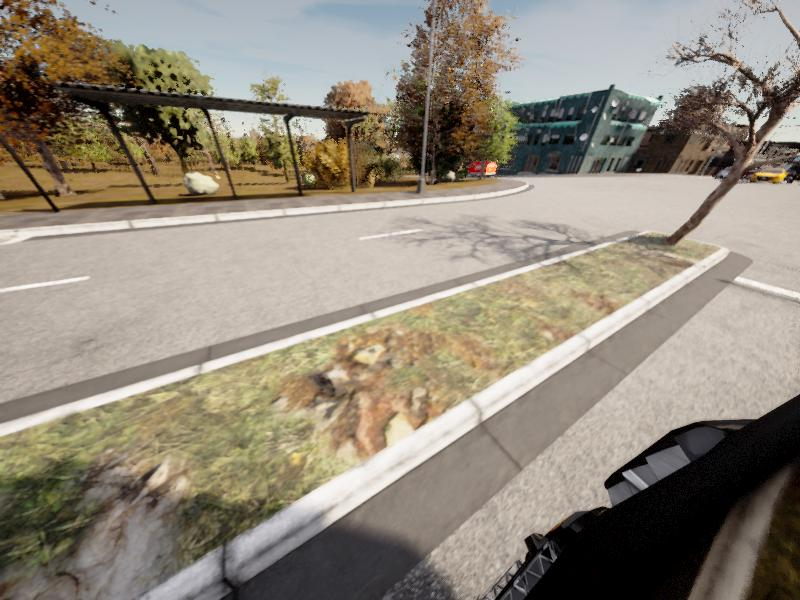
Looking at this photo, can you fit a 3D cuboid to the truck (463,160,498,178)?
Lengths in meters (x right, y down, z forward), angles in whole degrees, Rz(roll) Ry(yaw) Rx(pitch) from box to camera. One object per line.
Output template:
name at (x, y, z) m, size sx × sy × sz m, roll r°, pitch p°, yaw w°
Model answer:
truck at (13.708, -22.462, 39.764) m, size 2.627 × 2.467 × 5.204 m, roll -14°, pitch 31°, yaw -21°

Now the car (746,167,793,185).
car at (41.306, -13.849, 25.792) m, size 5.008 × 1.535 × 1.882 m, roll -15°, pitch 37°, yaw -26°

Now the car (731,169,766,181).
car at (50.725, -18.211, 33.614) m, size 4.181 × 1.385 × 1.994 m, roll -15°, pitch 37°, yaw -27°

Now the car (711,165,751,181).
car at (40.532, -15.525, 28.299) m, size 3.633 × 1.501 × 1.845 m, roll -16°, pitch 38°, yaw -26°

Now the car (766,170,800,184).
car at (52.998, -16.980, 31.848) m, size 4.193 × 1.474 × 1.816 m, roll -15°, pitch 37°, yaw -27°
